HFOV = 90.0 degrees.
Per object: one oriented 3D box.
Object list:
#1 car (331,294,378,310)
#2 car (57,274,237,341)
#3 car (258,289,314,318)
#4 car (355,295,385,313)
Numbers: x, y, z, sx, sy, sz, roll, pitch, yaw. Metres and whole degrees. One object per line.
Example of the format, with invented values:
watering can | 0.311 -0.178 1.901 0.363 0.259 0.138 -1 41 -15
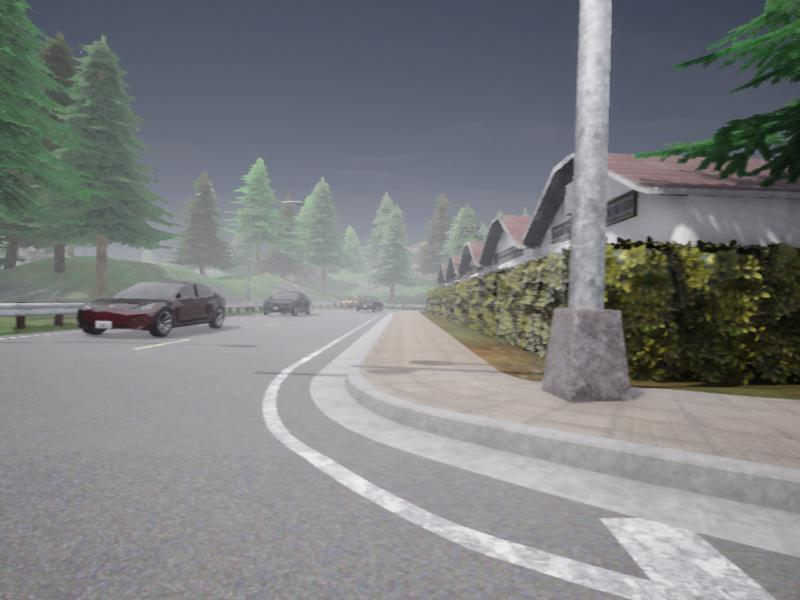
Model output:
car | -4.759 0.260 42.812 1.801 1.575 5.366 3 0 37
car | -6.916 0.179 11.780 2.163 1.488 4.792 2 0 1
car | -6.816 0.183 24.539 1.882 1.535 5.008 2 0 1
car | -2.777 0.372 37.620 1.816 1.474 4.193 2 0 9
